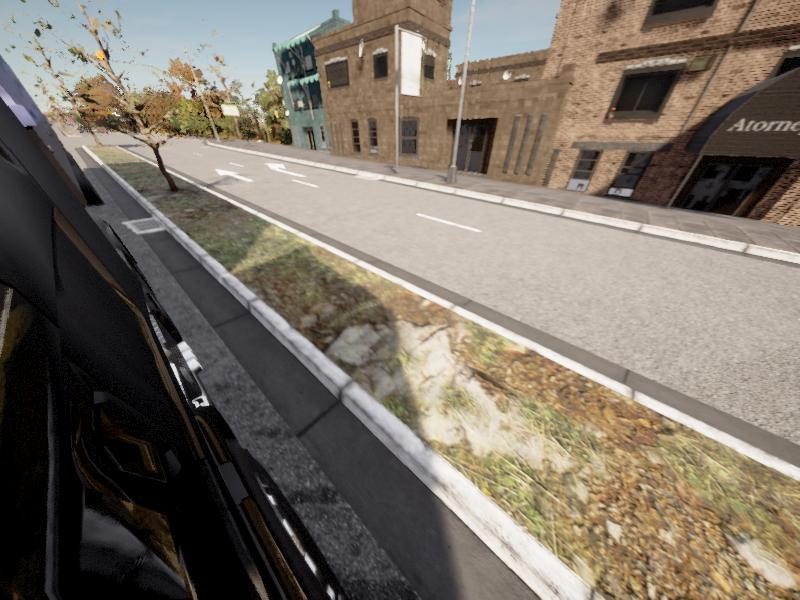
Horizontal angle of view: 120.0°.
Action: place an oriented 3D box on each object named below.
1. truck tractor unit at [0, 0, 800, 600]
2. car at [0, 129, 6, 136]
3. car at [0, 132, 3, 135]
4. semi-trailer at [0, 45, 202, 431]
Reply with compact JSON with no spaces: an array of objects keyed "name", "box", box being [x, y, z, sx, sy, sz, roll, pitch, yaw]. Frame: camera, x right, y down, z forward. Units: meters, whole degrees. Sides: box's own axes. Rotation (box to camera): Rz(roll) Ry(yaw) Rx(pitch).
[{"name":"truck tractor unit","box":[-2.645,-0.295,0.352,6.516,4.208,3.053,28,44,30]},{"name":"car","box":[-70.960,-28.148,38.285,1.946,1.575,5.366,12,38,16]},{"name":"car","box":[-73.265,-29.442,39.634,1.878,1.987,4.442,12,38,16]},{"name":"semi-trailer","box":[-8.705,-3.584,4.246,14.254,4.402,2.717,28,44,30]}]
